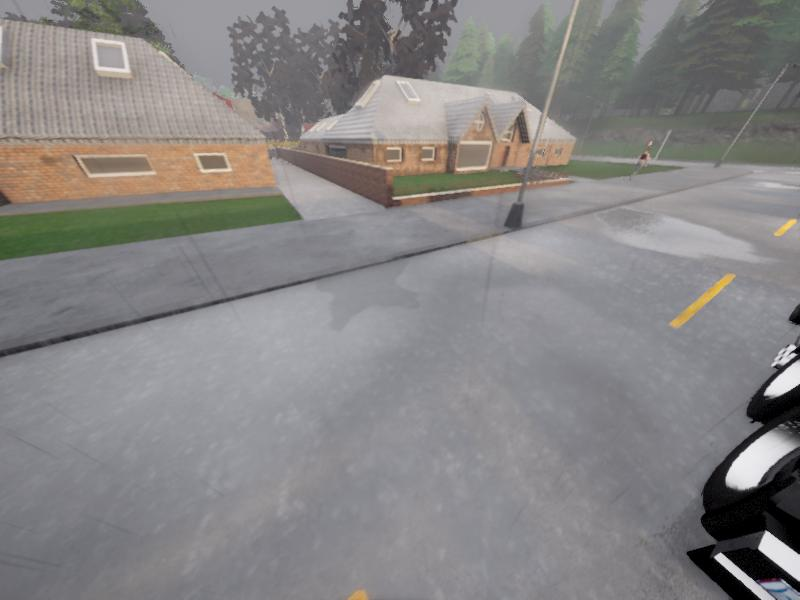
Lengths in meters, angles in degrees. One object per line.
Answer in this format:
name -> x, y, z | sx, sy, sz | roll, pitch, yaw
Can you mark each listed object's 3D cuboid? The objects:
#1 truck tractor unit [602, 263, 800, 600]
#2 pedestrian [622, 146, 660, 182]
truck tractor unit -> 5.108, -0.304, 0.786 | 6.516, 4.208, 3.053 | -18, 39, -24
pedestrian -> 15.275, -8.644, 14.695 | 0.751, 1.860, 0.751 | -16, 38, -22
